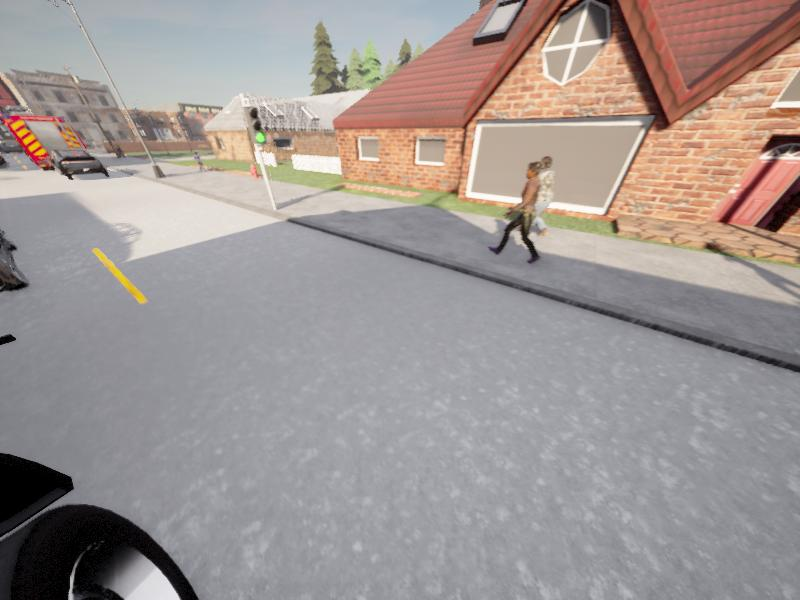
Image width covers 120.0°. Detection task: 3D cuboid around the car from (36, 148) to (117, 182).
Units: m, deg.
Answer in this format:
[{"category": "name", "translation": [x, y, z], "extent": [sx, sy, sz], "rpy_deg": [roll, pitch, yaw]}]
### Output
[{"category": "car", "translation": [-20.931, -8.847, 14.962], "extent": [4.902, 1.511, 2.128], "rpy_deg": [22, 41, 28]}]

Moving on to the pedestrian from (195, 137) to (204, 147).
[{"category": "pedestrian", "translation": [-49.144, -38.783, 56.643], "extent": [0.751, 1.860, 0.751], "rpy_deg": [16, 38, 21]}]

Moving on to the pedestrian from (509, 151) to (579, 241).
[{"category": "pedestrian", "translation": [3.473, -2.540, 5.701], "extent": [0.751, 1.860, 0.751], "rpy_deg": [28, 44, 33]}]

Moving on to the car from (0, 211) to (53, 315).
[{"category": "car", "translation": [-8.456, -0.932, 3.845], "extent": [4.902, 1.511, 2.128], "rpy_deg": [22, 40, 27]}]

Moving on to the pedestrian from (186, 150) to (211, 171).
[{"category": "pedestrian", "translation": [-14.772, -10.246, 16.958], "extent": [0.751, 1.300, 0.751], "rpy_deg": [-9, 36, -12]}]

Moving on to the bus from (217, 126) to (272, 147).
[{"category": "bus", "translation": [-39.476, -41.826, 59.190], "extent": [3.944, 4.253, 10.273], "rpy_deg": [22, 41, 28]}]

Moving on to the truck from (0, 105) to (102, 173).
[{"category": "truck", "translation": [-28.364, -12.837, 18.549], "extent": [8.468, 3.827, 2.891], "rpy_deg": [22, 41, 28]}]

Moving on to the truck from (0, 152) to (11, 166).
[{"category": "truck", "translation": [-37.319, -13.119, 20.047], "extent": [5.204, 2.467, 2.627], "rpy_deg": [22, 41, 28]}]

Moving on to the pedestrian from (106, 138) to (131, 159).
[{"category": "pedestrian", "translation": [-30.487, -16.375, 25.029], "extent": [0.751, 1.860, 0.751], "rpy_deg": [9, 36, 12]}]

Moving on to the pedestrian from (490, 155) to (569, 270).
[{"category": "pedestrian", "translation": [2.389, -1.648, 4.428], "extent": [0.751, 1.860, 0.751], "rpy_deg": [17, 39, 22]}]
